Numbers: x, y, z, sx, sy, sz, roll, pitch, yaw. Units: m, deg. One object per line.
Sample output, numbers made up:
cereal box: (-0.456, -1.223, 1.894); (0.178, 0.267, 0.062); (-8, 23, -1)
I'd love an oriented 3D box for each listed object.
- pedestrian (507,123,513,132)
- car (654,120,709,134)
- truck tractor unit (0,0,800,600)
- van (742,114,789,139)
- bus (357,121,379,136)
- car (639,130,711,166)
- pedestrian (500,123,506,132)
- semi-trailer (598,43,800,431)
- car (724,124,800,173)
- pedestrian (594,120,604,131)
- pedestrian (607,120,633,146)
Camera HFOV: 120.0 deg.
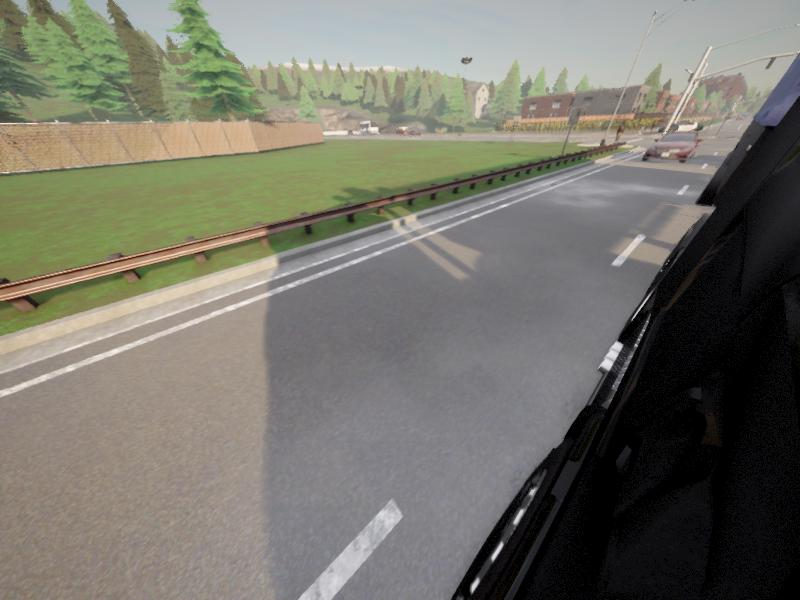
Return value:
pedestrian: (27.884, -43.767, 58.684); (0.751, 1.860, 0.751); (-27, 43, -29)
car: (42.663, -26.295, 35.148); (4.974, 1.542, 2.038); (3, 37, 7)
truck tractor unit: (2.645, -0.295, 0.351); (6.516, 4.208, 3.053); (-28, 44, -30)
van: (37.850, -18.053, 24.030); (4.442, 1.987, 1.775); (-28, 44, -30)
bus: (-12.263, -65.154, 87.678); (3.944, 4.253, 10.273); (-23, 41, -24)
car: (16.385, -9.137, 13.737); (4.674, 1.442, 1.812); (-28, 44, -30)
pedestrian: (26.686, -44.704, 59.998); (0.751, 1.860, 0.751); (-10, 38, -11)
semi-trailer: (8.701, -3.583, 4.253); (14.254, 4.402, 2.717); (-28, 44, -30)
car: (18.790, -7.788, 11.660); (5.027, 1.651, 2.152); (-28, 44, -30)
pedestrian: (40.357, -35.373, 46.814); (0.751, 1.860, 0.751); (-27, 44, -30)
pedestrian: (19.684, -14.955, 20.681); (0.751, 1.860, 0.751); (-5, 37, -4)
